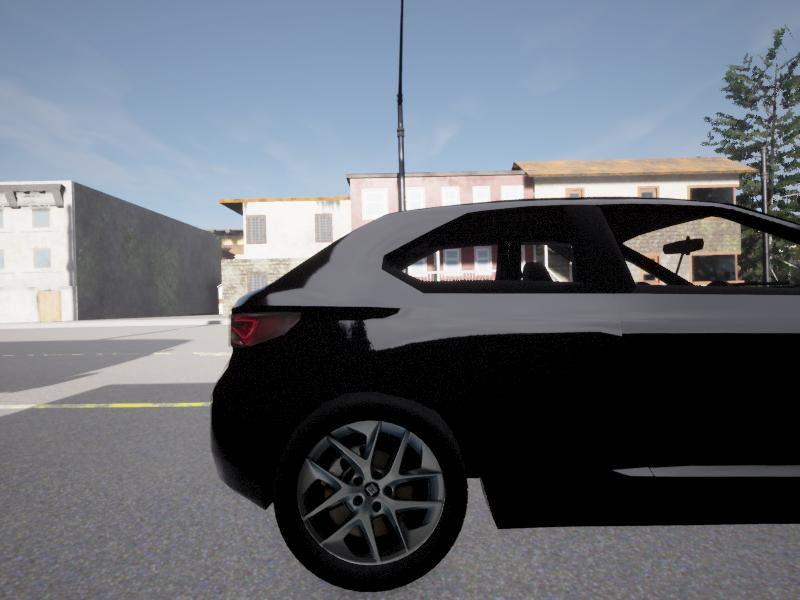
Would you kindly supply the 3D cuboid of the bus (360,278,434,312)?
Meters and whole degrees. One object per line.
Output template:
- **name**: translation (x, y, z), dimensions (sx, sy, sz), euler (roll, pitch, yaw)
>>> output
- **bus**: translation (-0.602, -0.527, 54.478), dimensions (3.944, 4.253, 10.273), euler (-2, 0, -44)

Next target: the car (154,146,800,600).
- **car**: translation (1.305, 0.254, 2.205), dimensions (4.193, 1.474, 1.816), euler (0, 0, -1)

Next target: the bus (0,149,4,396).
- **bus**: translation (-9.263, -1.052, 2.095), dimensions (10.273, 4.253, 3.944), euler (-1, 0, -1)
